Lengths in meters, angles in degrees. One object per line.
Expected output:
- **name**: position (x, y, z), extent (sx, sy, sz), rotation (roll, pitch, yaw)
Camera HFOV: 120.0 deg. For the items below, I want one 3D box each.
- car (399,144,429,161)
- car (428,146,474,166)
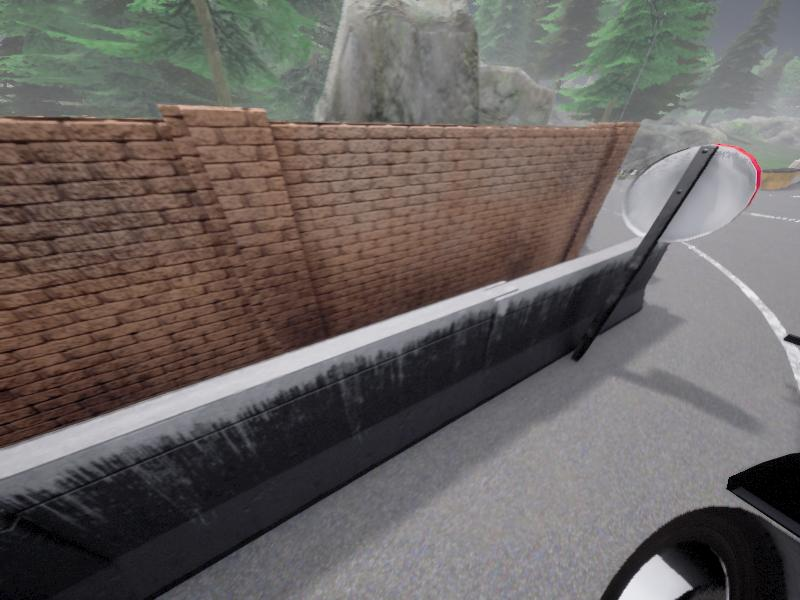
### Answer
- **car**: position (1.518, -17.432, 27.164), extent (1.789, 1.549, 3.705), rotation (-17, 38, -23)
- **car**: position (4.748, -13.901, 22.232), extent (1.994, 1.385, 4.181), rotation (-17, 38, -22)
